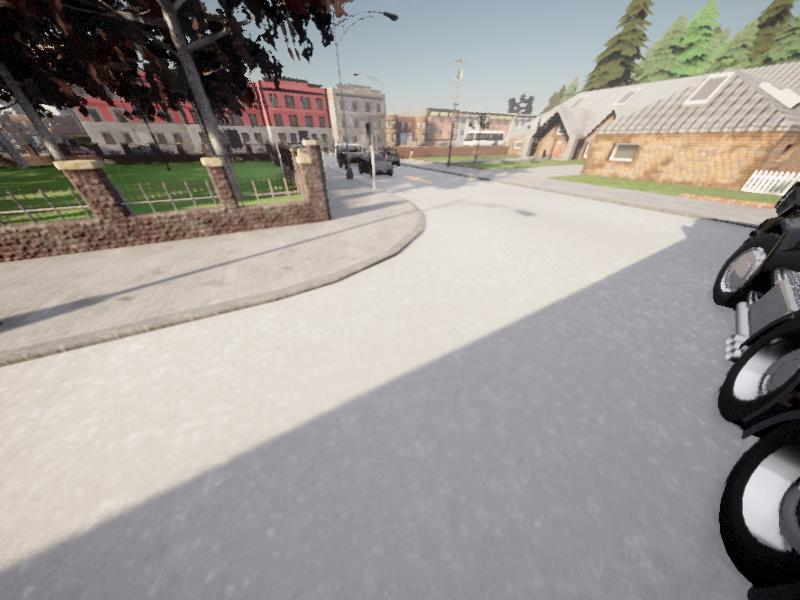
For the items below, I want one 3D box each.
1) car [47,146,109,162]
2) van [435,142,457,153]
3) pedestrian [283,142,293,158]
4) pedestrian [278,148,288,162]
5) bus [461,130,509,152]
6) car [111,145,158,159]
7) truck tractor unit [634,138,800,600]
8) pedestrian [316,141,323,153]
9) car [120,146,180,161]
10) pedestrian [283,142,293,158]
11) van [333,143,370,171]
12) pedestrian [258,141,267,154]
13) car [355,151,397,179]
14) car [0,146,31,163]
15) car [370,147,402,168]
[{"bbox_3d":[-38.841,-17.765,28.014,3.705,1.549,1.789,-16,38,-22],"label":"car"},{"bbox_3d":[10.408,-34.530,52.172,4.442,1.987,1.775,-16,38,-22],"label":"van"},{"bbox_3d":[-15.487,-20.774,32.028,0.751,1.860,0.751,-5,35,-8],"label":"pedestrian"},{"bbox_3d":[-13.802,-17.110,27.245,0.751,1.300,0.751,-15,38,-21],"label":"pedestrian"},{"bbox_3d":[20.290,-38.172,55.526,10.273,4.253,3.944,-16,38,-22],"label":"bus"},{"bbox_3d":[-37.103,-20.799,32.424,3.633,1.501,1.845,-16,38,-22],"label":"car"},{"bbox_3d":[4.879,-0.484,1.045,6.516,4.208,3.053,-27,43,-33],"label":"truck tractor unit"},{"bbox_3d":[-15.740,-29.786,45.027,0.751,1.860,0.751,-19,39,-25],"label":"pedestrian"},{"bbox_3d":[-32.833,-19.451,30.541,4.892,1.490,1.837,-16,38,-23],"label":"car"},{"bbox_3d":[-15.760,-21.109,32.510,0.751,1.860,0.751,-7,35,-10],"label":"pedestrian"},{"bbox_3d":[-4.657,-13.626,21.858,2.069,2.038,4.480,-16,38,-22],"label":"van"},{"bbox_3d":[-24.952,-27.739,42.008,0.751,1.860,0.751,-11,36,-16],"label":"pedestrian"},{"bbox_3d":[-1.863,-10.249,17.454,1.845,1.501,3.633,-16,38,-22],"label":"car"},{"bbox_3d":[-45.258,-15.926,25.339,4.514,1.525,2.007,-16,38,-22],"label":"car"},{"bbox_3d":[-1.527,-14.958,24.182,1.851,1.617,3.988,-16,38,-22],"label":"car"}]
